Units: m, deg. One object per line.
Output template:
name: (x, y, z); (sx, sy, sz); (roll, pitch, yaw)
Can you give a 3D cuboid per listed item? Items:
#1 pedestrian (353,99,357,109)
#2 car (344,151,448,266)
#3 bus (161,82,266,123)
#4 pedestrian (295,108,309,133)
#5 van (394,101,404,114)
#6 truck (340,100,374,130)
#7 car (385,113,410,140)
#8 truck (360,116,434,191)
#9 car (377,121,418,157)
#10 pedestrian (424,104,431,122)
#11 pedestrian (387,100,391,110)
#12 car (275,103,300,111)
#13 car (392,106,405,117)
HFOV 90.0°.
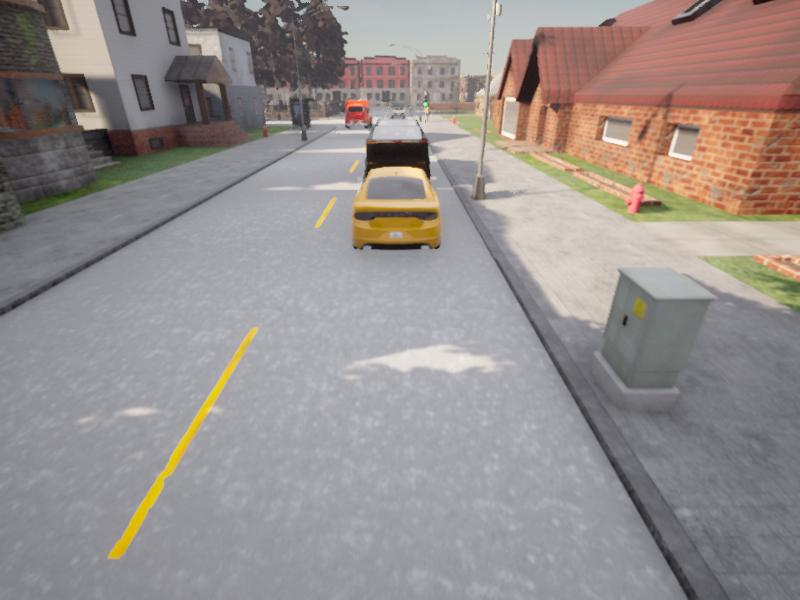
pedestrian: (-9.478, -41.294, 84.428); (0.751, 1.860, 0.751); (-1, 27, -2)
car: (-0.077, -2.505, 9.778); (1.882, 1.535, 5.008); (0, 27, 0)
bus: (-22.494, -24.244, 49.108); (10.273, 4.253, 3.944); (-1, 27, -2)
pedestrian: (-8.135, -14.899, 33.211); (0.751, 1.860, 0.751); (2, 27, 4)
van: (-0.239, -34.629, 72.066); (1.775, 1.987, 4.442); (0, 27, 0)
truck: (-4.044, -17.997, 38.848); (2.627, 2.467, 5.204); (0, 27, 1)
car: (-0.175, -13.601, 31.222); (1.851, 1.617, 3.988); (0, 27, 0)
truck: (-0.098, -6.176, 16.286); (2.390, 2.098, 6.274); (0, 27, 0)
car: (-0.124, -9.485, 23.344); (2.128, 1.511, 4.902); (0, 27, 0)
pedestrian: (3.175, -21.628, 46.213); (0.751, 1.860, 0.751); (2, 27, 4)
pedestrian: (-2.357, -40.243, 82.572); (0.751, 1.860, 0.751); (0, 27, 0)
car: (-25.385, -43.503, 90.018); (4.902, 1.511, 2.128); (0, 27, 0)
car: (-0.221, -28.717, 60.833); (1.895, 1.301, 4.718); (-1, 28, -1)
